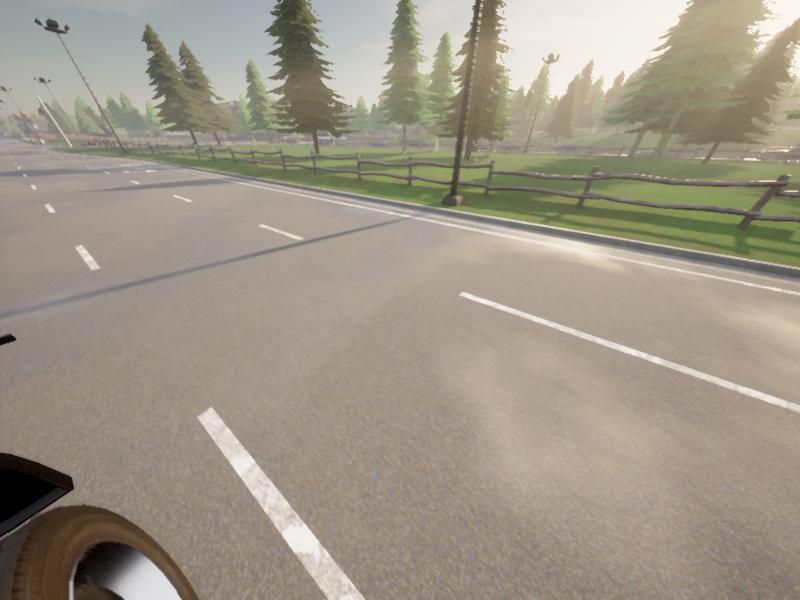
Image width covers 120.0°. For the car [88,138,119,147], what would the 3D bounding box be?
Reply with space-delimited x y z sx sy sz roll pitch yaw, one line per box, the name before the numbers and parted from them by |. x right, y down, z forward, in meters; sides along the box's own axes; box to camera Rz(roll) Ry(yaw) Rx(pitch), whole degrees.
car | -68.970 -36.731 53.819 1.851 1.617 3.988 23 41 28

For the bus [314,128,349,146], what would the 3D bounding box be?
bus | -20.935 -50.160 71.036 10.273 4.253 3.944 22 41 28

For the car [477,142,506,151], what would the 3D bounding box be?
car | 19.321 -32.578 48.910 4.974 1.542 2.038 22 41 28

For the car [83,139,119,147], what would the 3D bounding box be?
car | -71.789 -37.892 55.543 2.163 1.488 4.792 23 41 28

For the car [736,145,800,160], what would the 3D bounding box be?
car | 53.107 -21.174 33.063 5.366 1.575 1.801 22 41 28

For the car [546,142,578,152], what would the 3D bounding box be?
car | 33.438 -31.715 47.826 5.008 1.535 1.882 22 41 28

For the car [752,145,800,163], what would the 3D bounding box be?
car | 48.661 -18.077 28.595 5.027 1.651 2.152 22 41 28

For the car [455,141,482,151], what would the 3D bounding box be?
car | 14.221 -32.246 48.302 4.856 1.649 2.033 22 41 28

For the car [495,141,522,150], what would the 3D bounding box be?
car | 24.686 -35.334 52.820 4.974 1.542 2.038 22 41 28

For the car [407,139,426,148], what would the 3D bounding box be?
car | 4.400 -41.324 60.843 4.605 1.855 1.932 22 41 28

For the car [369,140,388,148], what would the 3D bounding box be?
car | -5.592 -40.322 59.684 4.514 1.525 2.007 22 41 28

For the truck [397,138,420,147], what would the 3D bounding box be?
truck | 2.432 -44.696 65.400 6.274 2.098 2.390 22 41 28
